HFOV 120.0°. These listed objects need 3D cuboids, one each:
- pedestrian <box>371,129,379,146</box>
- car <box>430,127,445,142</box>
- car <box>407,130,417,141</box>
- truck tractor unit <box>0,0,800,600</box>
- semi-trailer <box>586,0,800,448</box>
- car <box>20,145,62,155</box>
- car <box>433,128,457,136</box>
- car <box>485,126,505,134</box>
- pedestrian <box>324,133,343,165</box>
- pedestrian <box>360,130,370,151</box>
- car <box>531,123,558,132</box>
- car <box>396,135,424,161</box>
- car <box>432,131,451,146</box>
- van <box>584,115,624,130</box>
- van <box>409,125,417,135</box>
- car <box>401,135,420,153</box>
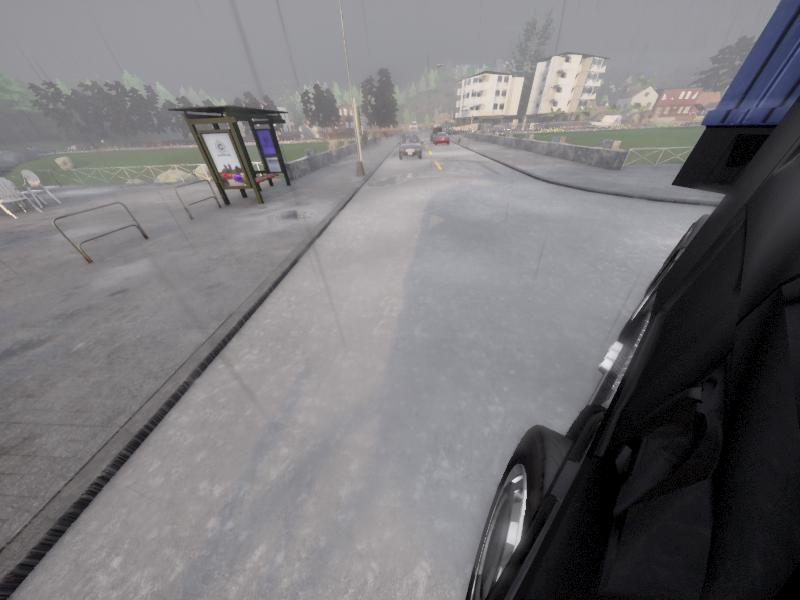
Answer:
[{"bbox_3d":[-3.571,-23.226,33.012,0.751,1.860,0.751,1,37,4],"label":"pedestrian"},{"bbox_3d":[5.968,-26.800,37.383,1.905,1.878,3.866,0,37,4],"label":"car"},{"bbox_3d":[2.322,-30.787,43.243,1.837,1.490,4.892,0,37,4],"label":"car"},{"bbox_3d":[2.645,-0.295,0.352,6.516,4.208,3.053,-28,44,-30],"label":"truck tractor unit"},{"bbox_3d":[9.992,-2.009,2.022,14.254,4.402,2.717,-8,37,-7],"label":"semi-trailer"},{"bbox_3d":[-83.600,-34.996,53.904,2.033,1.649,4.856,0,37,4],"label":"car"},{"bbox_3d":[10.869,-40.754,56.082,5.357,1.411,2.033,-5,37,-3],"label":"car"},{"bbox_3d":[22.793,-41.013,55.638,3.806,1.475,1.970,0,37,4],"label":"car"},{"bbox_3d":[-4.637,-10.628,16.302,0.751,1.860,0.751,0,37,3],"label":"pedestrian"},{"bbox_3d":[-3.818,-17.478,25.373,0.751,1.860,0.751,-2,37,0],"label":"pedestrian"},{"bbox_3d":[34.335,-41.001,54.913,4.892,1.490,1.837,0,37,4],"label":"car"},{"bbox_3d":[0.939,-13.009,19.640,2.128,1.511,4.902,1,37,4],"label":"car"},{"bbox_3d":[5.636,-22.296,31.842,1.994,1.385,4.181,-1,37,2],"label":"car"},{"bbox_3d":[47.352,-41.356,53.822,6.366,2.431,2.351,0,37,4],"label":"van"},{"bbox_3d":[4.195,-53.840,73.050,2.351,2.431,6.366,0,37,4],"label":"van"},{"bbox_3d":[1.195,-17.099,25.250,1.895,1.301,4.718,0,37,4],"label":"car"}]
